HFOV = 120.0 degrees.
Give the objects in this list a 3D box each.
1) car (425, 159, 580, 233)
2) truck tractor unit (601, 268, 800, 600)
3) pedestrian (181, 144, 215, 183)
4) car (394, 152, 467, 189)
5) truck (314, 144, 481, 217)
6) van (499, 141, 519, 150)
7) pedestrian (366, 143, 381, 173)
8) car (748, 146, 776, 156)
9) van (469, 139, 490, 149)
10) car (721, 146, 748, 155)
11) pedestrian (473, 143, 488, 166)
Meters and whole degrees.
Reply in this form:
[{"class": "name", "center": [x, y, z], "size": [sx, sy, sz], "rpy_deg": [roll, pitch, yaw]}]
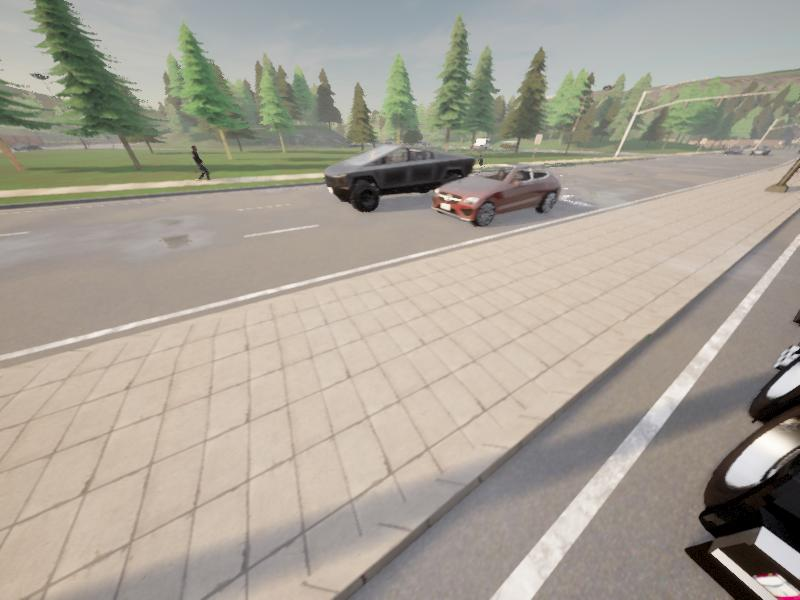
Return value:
[{"class": "car", "center": [3.634, -3.965, 8.321], "size": [5.027, 1.651, 2.152], "rpy_deg": [-18, 39, -25]}, {"class": "truck tractor unit", "center": [5.117, -0.293, 0.774], "size": [6.516, 4.208, 3.053], "rpy_deg": [-18, 39, -24]}, {"class": "pedestrian", "center": [-11.350, -7.709, 13.045], "size": [0.751, 1.860, 0.751], "rpy_deg": [-18, 39, -25]}, {"class": "car", "center": [1.838, -8.000, 14.118], "size": [3.988, 1.617, 1.851], "rpy_deg": [-18, 39, -25]}, {"class": "truck", "center": [0.074, -5.301, 9.790], "size": [6.274, 2.098, 2.390], "rpy_deg": [-18, 39, -25]}, {"class": "van", "center": [30.354, -43.247, 64.676], "size": [2.069, 2.038, 4.480], "rpy_deg": [-18, 39, -24]}, {"class": "pedestrian", "center": [-2.001, -10.864, 17.667], "size": [0.751, 1.860, 0.751], "rpy_deg": [-24, 41, -30]}, {"class": "car", "center": [72.387, -29.858, 46.177], "size": [4.856, 1.649, 2.033], "rpy_deg": [-19, 39, -25]}, {"class": "van", "center": [23.461, -46.372, 68.623], "size": [1.988, 2.561, 5.915], "rpy_deg": [-18, 39, -24]}, {"class": "car", "center": [70.159, -31.378, 48.427], "size": [4.974, 1.542, 2.038], "rpy_deg": [-19, 39, -25]}, {"class": "pedestrian", "center": [7.804, -14.192, 22.543], "size": [0.751, 1.860, 0.751], "rpy_deg": [-17, 39, -24]}]
